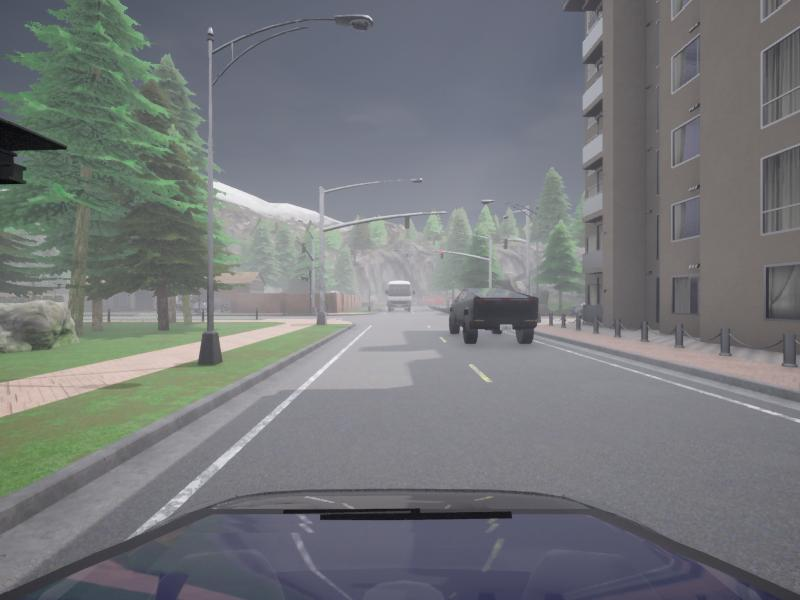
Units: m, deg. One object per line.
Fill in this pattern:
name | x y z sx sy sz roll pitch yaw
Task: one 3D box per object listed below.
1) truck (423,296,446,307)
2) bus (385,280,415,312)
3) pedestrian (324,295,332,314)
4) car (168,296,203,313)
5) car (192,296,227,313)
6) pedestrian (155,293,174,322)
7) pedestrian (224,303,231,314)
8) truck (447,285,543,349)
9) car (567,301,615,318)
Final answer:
truck | 8.073 0.375 93.448 5.204 2.467 2.627 0 0 -1
bus | 0.035 -0.534 57.845 3.944 4.253 10.273 0 0 0
pedestrian | -7.203 0.472 39.845 0.751 1.860 0.751 0 0 -10
car | -24.091 0.505 45.073 1.905 1.878 3.866 0 0 -1
car | -21.587 0.503 45.523 1.932 1.855 4.605 0 0 -1
pedestrian | -15.412 0.471 26.187 0.751 1.860 0.751 0 0 0
pedestrian | -17.821 0.856 41.401 0.500 1.100 0.500 0 0 -3
truck | 3.475 0.542 16.195 2.390 2.098 6.274 0 0 0
car | 17.715 0.842 37.232 3.633 1.501 1.845 0 0 -1
